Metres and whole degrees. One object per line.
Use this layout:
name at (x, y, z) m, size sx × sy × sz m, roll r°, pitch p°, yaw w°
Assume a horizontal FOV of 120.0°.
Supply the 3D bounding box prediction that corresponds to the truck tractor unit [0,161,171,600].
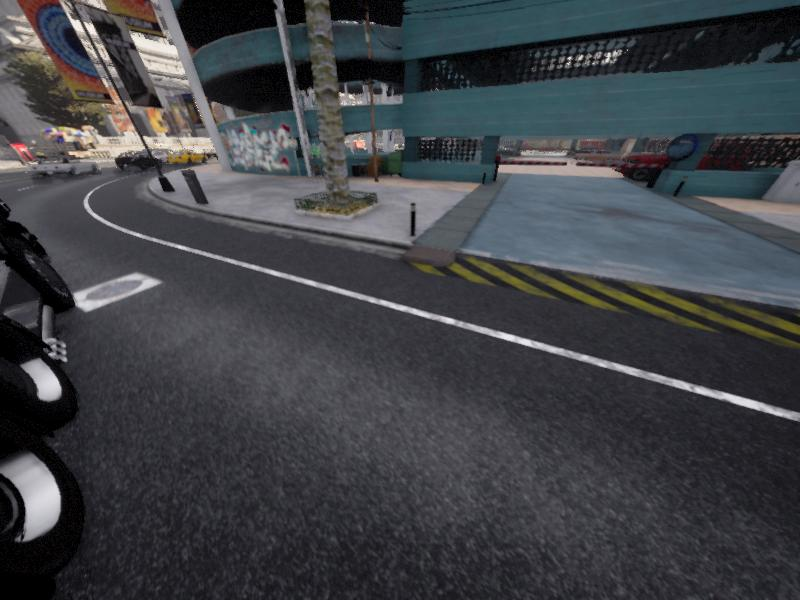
truck tractor unit at (-4.932, -0.445, 1.010) m, size 6.516 × 4.208 × 3.053 m, roll 25°, pitch 42°, yaw 32°

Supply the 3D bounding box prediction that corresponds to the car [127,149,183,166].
car at (-30.554, -17.995, 29.106) m, size 2.038 × 1.542 × 4.974 m, roll -2°, pitch 35°, yaw -4°

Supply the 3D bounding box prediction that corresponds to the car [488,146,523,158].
car at (17.349, -24.468, 38.201) m, size 4.902 × 1.511 × 2.128 m, roll 15°, pitch 37°, yaw 21°

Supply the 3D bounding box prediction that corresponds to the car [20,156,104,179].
car at (-28.183, -11.328, 19.569) m, size 1.895 × 1.301 × 4.718 m, roll -14°, pitch 37°, yaw -19°

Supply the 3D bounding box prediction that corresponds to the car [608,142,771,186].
car at (17.177, -8.575, 14.395) m, size 5.566 × 2.045 × 2.435 m, roll 15°, pitch 37°, yaw 21°

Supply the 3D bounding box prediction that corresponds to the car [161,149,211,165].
car at (-27.150, -18.410, 29.649) m, size 1.801 × 1.575 × 5.366 m, roll -2°, pitch 34°, yaw -3°

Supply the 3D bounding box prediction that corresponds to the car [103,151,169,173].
car at (-25.893, -13.821, 23.007) m, size 2.128 × 1.511 × 4.902 m, roll -10°, pitch 36°, yaw -14°

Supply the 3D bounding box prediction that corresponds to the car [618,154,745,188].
car at (17.230, -8.238, 14.596) m, size 4.514 × 1.523 × 2.007 m, roll 15°, pitch 37°, yaw 21°
